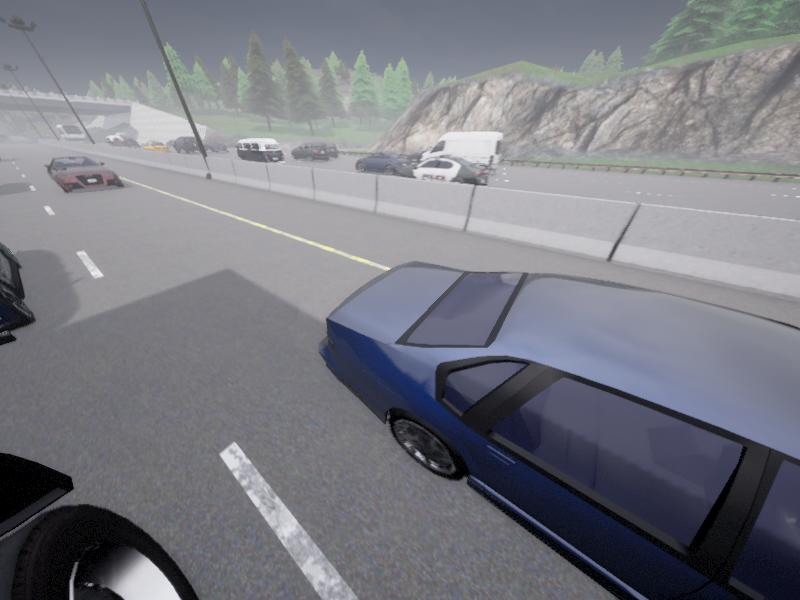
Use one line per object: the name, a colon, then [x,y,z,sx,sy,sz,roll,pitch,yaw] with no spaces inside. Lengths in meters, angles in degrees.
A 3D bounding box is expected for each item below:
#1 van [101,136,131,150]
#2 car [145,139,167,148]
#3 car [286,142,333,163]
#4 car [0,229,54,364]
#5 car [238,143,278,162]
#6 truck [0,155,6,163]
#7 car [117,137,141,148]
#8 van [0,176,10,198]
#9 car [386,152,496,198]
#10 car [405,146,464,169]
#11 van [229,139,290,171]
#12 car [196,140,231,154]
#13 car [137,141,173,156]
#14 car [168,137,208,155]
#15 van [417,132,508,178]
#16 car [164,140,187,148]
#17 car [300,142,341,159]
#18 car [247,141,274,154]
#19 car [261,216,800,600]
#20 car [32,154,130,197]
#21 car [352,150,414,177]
van: [-51.595,-28.545,41.972,4.480,2.038,2.069,22,41,28]
car: [-52.361,-33.536,49.545,4.674,1.442,1.812,22,41,28]
car: [-9.963,-16.357,25.498,4.611,1.667,2.242,22,41,28]
car: [-7.154,-0.428,3.018,4.856,1.649,2.033,22,41,27]
car: [-15.458,-16.085,25.153,3.705,1.549,1.789,22,41,28]
truck: [-40.236,-14.245,21.483,5.204,2.467,2.627,22,41,28]
car: [-56.808,-33.063,48.455,4.605,1.855,1.932,23,41,27]
van: [-19.610,-5.677,9.945,4.480,2.038,2.069,23,41,28]
car: [1.902,-6.545,11.855,4.974,1.542,2.038,22,40,28]
car: [3.123,-13.421,21.624,4.902,1.511,2.128,22,41,28]
van: [-11.789,-12.327,19.453,4.480,2.038,2.069,22,41,28]
car: [-29.530,-24.306,36.578,5.027,1.651,2.152,22,41,28]
car: [-34.153,-21.250,32.237,5.366,1.575,1.801,22,41,28]
car: [-31.062,-22.643,33.839,5.566,2.045,2.150,22,41,28]
van: [4.347,-10.884,17.159,5.915,2.561,1.988,22,41,28]
car: [-50.650,-35.280,52.077,5.357,1.411,2.033,22,41,28]
car: [-9.906,-18.792,28.946,4.611,1.667,2.242,22,41,28]
car: [-21.458,-23.443,35.523,3.633,1.501,1.845,22,41,28]
car: [1.770,0.846,1.515,5.357,1.411,2.033,22,41,28]
car: [-15.868,-6.329,11.500,4.181,1.385,1.994,22,41,28]
car: [-1.307,-10.244,17.203,4.181,1.385,1.994,22,41,28]
